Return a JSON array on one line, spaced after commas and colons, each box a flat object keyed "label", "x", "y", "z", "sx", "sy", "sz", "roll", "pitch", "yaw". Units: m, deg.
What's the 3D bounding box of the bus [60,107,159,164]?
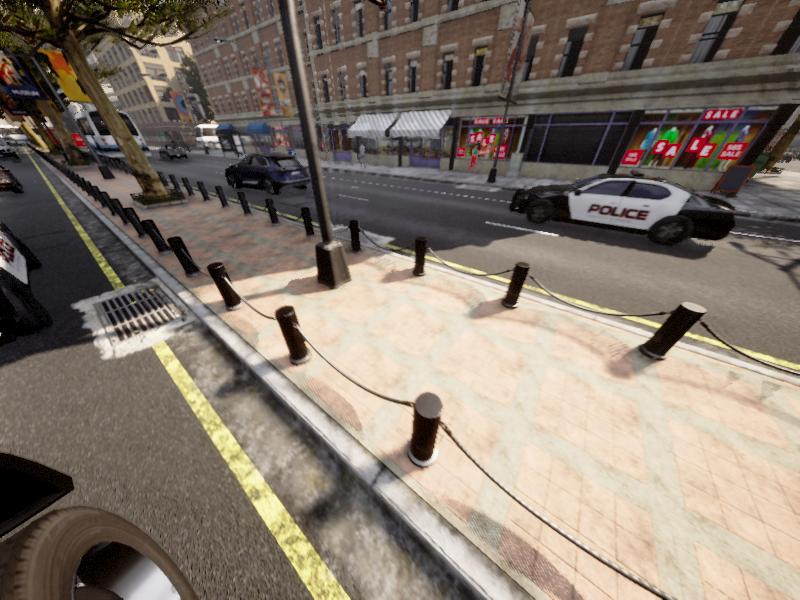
[{"label": "bus", "x": -31.454, "y": -17.667, "z": 25.040, "sx": 10.273, "sy": 4.253, "sz": 3.944, "roll": 23, "pitch": 41, "yaw": 29}]

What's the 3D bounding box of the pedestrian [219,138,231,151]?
[{"label": "pedestrian", "x": -30.870, "y": -27.498, "z": 40.798, "sx": 0.751, "sy": 1.860, "sz": 0.751, "roll": 15, "pitch": 38, "yaw": 20}]

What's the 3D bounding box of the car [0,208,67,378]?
[{"label": "car", "x": -6.847, "y": -0.357, "z": 3.034, "sx": 4.974, "sy": 1.542, "sz": 2.038, "roll": 23, "pitch": 41, "yaw": 29}]

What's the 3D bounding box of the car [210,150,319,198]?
[{"label": "car", "x": -6.780, "y": -6.471, "z": 11.643, "sx": 4.856, "sy": 1.649, "sz": 2.033, "roll": 18, "pitch": 39, "yaw": 24}]

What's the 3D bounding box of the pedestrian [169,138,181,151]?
[{"label": "pedestrian", "x": -41.894, "y": -28.979, "z": 43.060, "sx": 0.751, "sy": 1.860, "sz": 0.751, "roll": 15, "pitch": 38, "yaw": 20}]

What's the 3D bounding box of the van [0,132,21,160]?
[{"label": "van", "x": -45.473, "y": -17.348, "z": 25.934, "sx": 5.915, "sy": 2.561, "sz": 1.988, "roll": 23, "pitch": 41, "yaw": 29}]

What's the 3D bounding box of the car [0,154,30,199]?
[{"label": "car", "x": -19.642, "y": -5.791, "z": 10.752, "sx": 5.357, "sy": 1.411, "sz": 2.033, "roll": 23, "pitch": 41, "yaw": 29}]

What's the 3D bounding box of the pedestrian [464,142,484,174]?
[{"label": "pedestrian", "x": 5.172, "y": -9.922, "z": 16.162, "sx": 0.751, "sy": 1.860, "sz": 0.751, "roll": -28, "pitch": 44, "yaw": -34}]

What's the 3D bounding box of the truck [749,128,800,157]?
[{"label": "truck", "x": 66.406, "y": -27.385, "z": 40.204, "sx": 2.891, "sy": 3.827, "sz": 8.468, "roll": 23, "pitch": 41, "yaw": 29}]

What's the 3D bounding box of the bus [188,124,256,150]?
[{"label": "bus", "x": -38.478, "y": -35.627, "z": 50.512, "sx": 3.944, "sy": 4.253, "sz": 10.273, "roll": 23, "pitch": 41, "yaw": 28}]

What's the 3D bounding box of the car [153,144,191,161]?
[{"label": "car", "x": -25.779, "y": -16.706, "z": 26.092, "sx": 3.633, "sy": 1.501, "sz": 1.845, "roll": 23, "pitch": 41, "yaw": 29}]

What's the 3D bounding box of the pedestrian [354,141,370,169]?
[{"label": "pedestrian", "x": -3.037, "y": -11.657, "z": 18.548, "sx": 0.751, "sy": 1.860, "sz": 0.751, "roll": 26, "pitch": 43, "yaw": 32}]

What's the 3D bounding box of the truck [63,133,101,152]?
[{"label": "truck", "x": -53.810, "y": -26.625, "z": 39.082, "sx": 5.204, "sy": 2.467, "sz": 2.627, "roll": 23, "pitch": 41, "yaw": 30}]

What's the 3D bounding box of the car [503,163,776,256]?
[{"label": "car", "x": 6.129, "y": -3.008, "z": 6.935, "sx": 4.974, "sy": 1.542, "sz": 2.038, "roll": 23, "pitch": 41, "yaw": 29}]

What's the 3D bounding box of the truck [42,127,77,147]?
[{"label": "truck", "x": -82.894, "y": -39.666, "z": 56.176, "sx": 8.468, "sy": 3.827, "sz": 2.891, "roll": 23, "pitch": 41, "yaw": 29}]

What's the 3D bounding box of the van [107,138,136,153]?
[{"label": "van", "x": -45.943, "y": -25.547, "z": 38.070, "sx": 4.442, "sy": 1.987, "sz": 1.775, "roll": 23, "pitch": 41, "yaw": 29}]
